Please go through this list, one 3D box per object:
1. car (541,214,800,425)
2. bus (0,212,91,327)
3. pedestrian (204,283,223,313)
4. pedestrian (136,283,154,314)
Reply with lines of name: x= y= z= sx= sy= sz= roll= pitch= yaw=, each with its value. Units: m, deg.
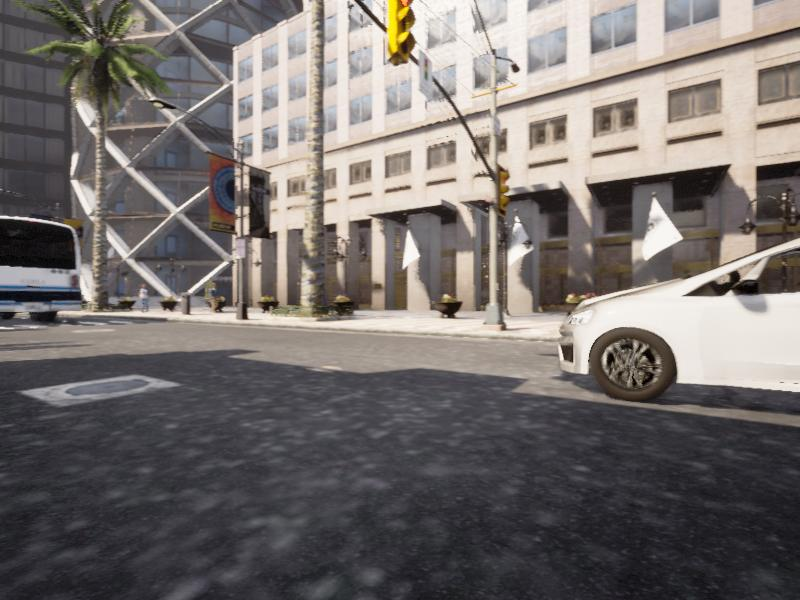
car: x=4.041 y=0.154 z=3.921 sx=4.611 sy=1.667 sz=2.242 roll=0 pitch=0 yaw=33
bus: x=-18.782 y=-1.134 z=18.353 sx=10.273 sy=4.253 sz=3.944 roll=0 pitch=0 yaw=32
pedestrian: x=-11.480 y=-0.121 z=24.665 sx=0.751 sy=1.860 sz=0.751 roll=0 pitch=0 yaw=25
pedestrian: x=-15.623 y=-0.119 z=24.521 sx=0.751 sy=1.860 sz=0.751 roll=0 pitch=0 yaw=40
